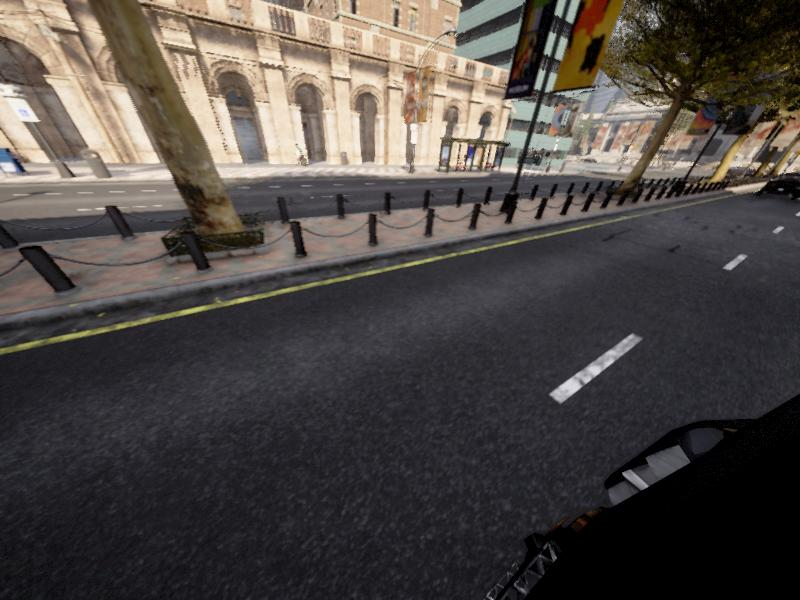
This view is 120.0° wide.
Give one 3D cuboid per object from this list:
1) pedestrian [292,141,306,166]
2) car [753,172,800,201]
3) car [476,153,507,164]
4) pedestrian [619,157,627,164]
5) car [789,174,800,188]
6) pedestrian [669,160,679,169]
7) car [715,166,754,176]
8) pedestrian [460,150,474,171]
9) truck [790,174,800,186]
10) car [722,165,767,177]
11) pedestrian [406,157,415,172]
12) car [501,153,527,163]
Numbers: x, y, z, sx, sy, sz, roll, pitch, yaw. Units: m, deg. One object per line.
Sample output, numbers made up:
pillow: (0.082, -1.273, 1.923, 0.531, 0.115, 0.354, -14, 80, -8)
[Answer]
pedestrian: (-9.209, -13.282, 21.022, 0.751, 1.860, 0.751, -16, 38, -26)
car: (30.679, -9.062, 18.256, 5.238, 1.638, 1.930, -16, 38, -26)
car: (15.940, -24.668, 40.376, 4.786, 1.482, 2.161, -16, 38, -26)
pedestrian: (71.458, -44.752, 74.008, 0.751, 1.860, 0.751, -12, 37, -21)
car: (48.407, -14.071, 27.207, 3.806, 1.475, 1.970, -16, 38, -26)
pedestrian: (70.342, -34.759, 59.304, 0.751, 1.860, 0.751, -14, 37, -24)
car: (67.894, -26.245, 46.881, 5.357, 1.411, 2.033, -3, 34, -9)
pedestrian: (7.068, -14.743, 24.428, 0.751, 1.860, 0.751, -16, 38, -26)
truck: (54.275, -16.160, 29.871, 5.204, 2.467, 2.627, -16, 38, -26)
car: (73.611, -27.661, 49.485, 2.152, 1.651, 5.027, -16, 38, -26)
pedestrian: (0.958, -12.515, 21.329, 0.500, 1.100, 0.500, -18, 39, -28)
car: (23.909, -29.642, 48.318, 4.902, 1.511, 2.128, -16, 38, -26)
